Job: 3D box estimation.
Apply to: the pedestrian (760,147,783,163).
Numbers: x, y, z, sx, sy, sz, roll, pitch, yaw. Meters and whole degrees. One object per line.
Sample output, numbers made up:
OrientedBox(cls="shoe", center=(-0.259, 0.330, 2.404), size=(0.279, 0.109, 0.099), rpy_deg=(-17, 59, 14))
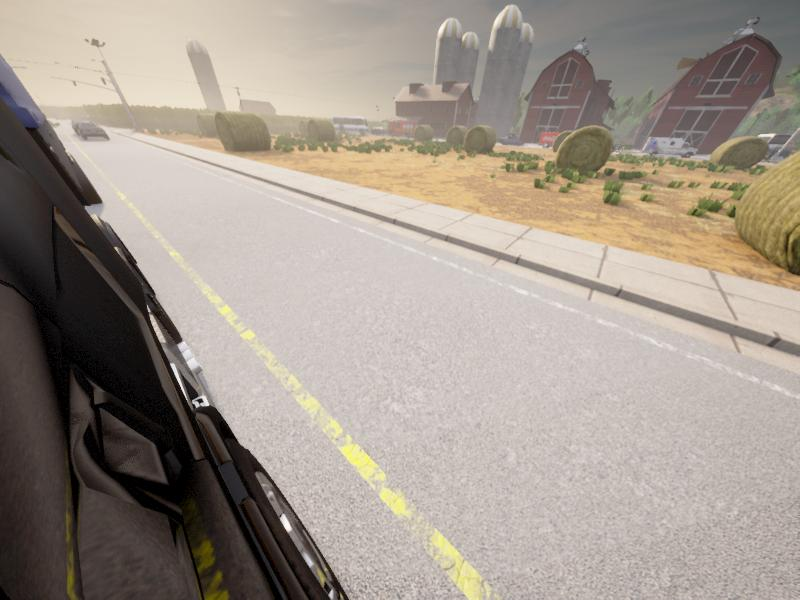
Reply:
OrientedBox(cls="pedestrian", center=(54.486, -21.291, 33.926), size=(0.751, 1.860, 0.751), rpy_deg=(22, 41, 24))

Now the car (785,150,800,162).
OrientedBox(cls="car", center=(68.530, -24.364, 39.245), size=(1.789, 1.549, 3.705), rpy_deg=(26, 43, 28))

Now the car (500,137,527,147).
OrientedBox(cls="car", center=(22.658, -31.605, 46.148), size=(4.181, 1.385, 1.994), rpy_deg=(25, 43, 27))

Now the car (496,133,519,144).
OrientedBox(cls="car", center=(24.435, -36.801, 52.534), size=(3.866, 1.878, 1.905), rpy_deg=(-3, 43, -5))

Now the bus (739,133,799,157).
OrientedBox(cls="bus", center=(89.455, -37.925, 56.434), size=(3.944, 4.253, 10.273), rpy_deg=(26, 43, 28))

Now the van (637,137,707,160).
OrientedBox(cls="van", center=(41.235, -23.321, 35.380), size=(6.366, 2.431, 2.351), rpy_deg=(25, 42, 27))

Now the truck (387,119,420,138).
OrientedBox(cls="truck", center=(0.869, -45.426, 61.241), size=(8.468, 3.827, 2.891), rpy_deg=(25, 42, 27))

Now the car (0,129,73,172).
OrientedBox(cls="car", center=(-18.026, -7.335, 11.175), size=(4.181, 1.385, 1.994), rpy_deg=(28, 44, 30))

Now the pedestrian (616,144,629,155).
OrientedBox(cls="pedestrian", center=(32.753, -22.185, 33.980), size=(0.751, 1.300, 0.751), rpy_deg=(20, 40, 22))

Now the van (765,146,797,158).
OrientedBox(cls="van", center=(83.748, -32.602, 50.859), size=(1.775, 1.987, 4.442), rpy_deg=(26, 43, 28))

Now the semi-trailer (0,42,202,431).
OrientedBox(cls="semi-trailer", center=(-8.698, -3.606, 4.227), size=(14.254, 4.402, 2.717), rpy_deg=(28, 44, 30))

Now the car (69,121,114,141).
OrientedBox(cls="car", center=(-31.878, -17.475, 23.843), size=(5.357, 1.411, 2.033), rpy_deg=(28, 44, 30))

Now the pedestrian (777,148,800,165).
OrientedBox(cls="pedestrian", center=(52.429, -19.230, 31.046), size=(0.751, 1.860, 0.751), rpy_deg=(17, 39, 18))

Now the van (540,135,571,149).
OrientedBox(cls="van", center=(30.293, -30.873, 45.152), size=(4.442, 1.987, 1.775), rpy_deg=(25, 43, 27))

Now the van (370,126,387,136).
OrientedBox(cls="van", center=(-6.216, -48.020, 65.753), size=(4.480, 2.038, 2.069), rpy_deg=(25, 42, 27))

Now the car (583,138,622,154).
OrientedBox(cls="car", center=(34.447, -26.282, 39.374), size=(4.605, 1.855, 1.932), rpy_deg=(25, 42, 27))

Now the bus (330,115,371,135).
OrientedBox(cls="bus", center=(-13.920, -49.799, 65.812), size=(10.273, 4.253, 3.944), rpy_deg=(7, 37, 6))

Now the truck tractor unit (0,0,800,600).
OrientedBox(cls="truck tractor unit", center=(-2.645, -0.295, 0.351), size=(6.516, 4.208, 3.053), rpy_deg=(28, 44, 30))

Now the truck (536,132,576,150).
OrientedBox(cls="truck", center=(28.626, -29.251, 42.483), size=(5.204, 2.467, 2.627), rpy_deg=(25, 42, 27))
